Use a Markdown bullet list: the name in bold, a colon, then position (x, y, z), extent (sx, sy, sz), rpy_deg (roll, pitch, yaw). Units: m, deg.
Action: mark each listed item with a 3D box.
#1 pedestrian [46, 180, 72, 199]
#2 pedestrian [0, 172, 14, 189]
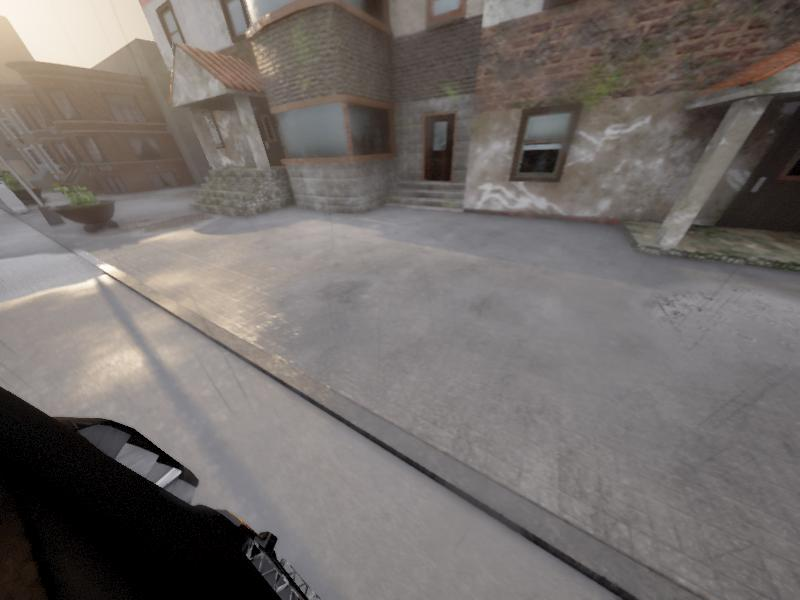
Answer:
- **pedestrian**: position (-23.659, -7.688, 16.037), extent (0.500, 1.100, 0.500), rpy_deg (14, 37, 24)
- **pedestrian**: position (-42.899, -12.949, 24.694), extent (0.751, 1.860, 0.751), rpy_deg (10, 36, 18)
